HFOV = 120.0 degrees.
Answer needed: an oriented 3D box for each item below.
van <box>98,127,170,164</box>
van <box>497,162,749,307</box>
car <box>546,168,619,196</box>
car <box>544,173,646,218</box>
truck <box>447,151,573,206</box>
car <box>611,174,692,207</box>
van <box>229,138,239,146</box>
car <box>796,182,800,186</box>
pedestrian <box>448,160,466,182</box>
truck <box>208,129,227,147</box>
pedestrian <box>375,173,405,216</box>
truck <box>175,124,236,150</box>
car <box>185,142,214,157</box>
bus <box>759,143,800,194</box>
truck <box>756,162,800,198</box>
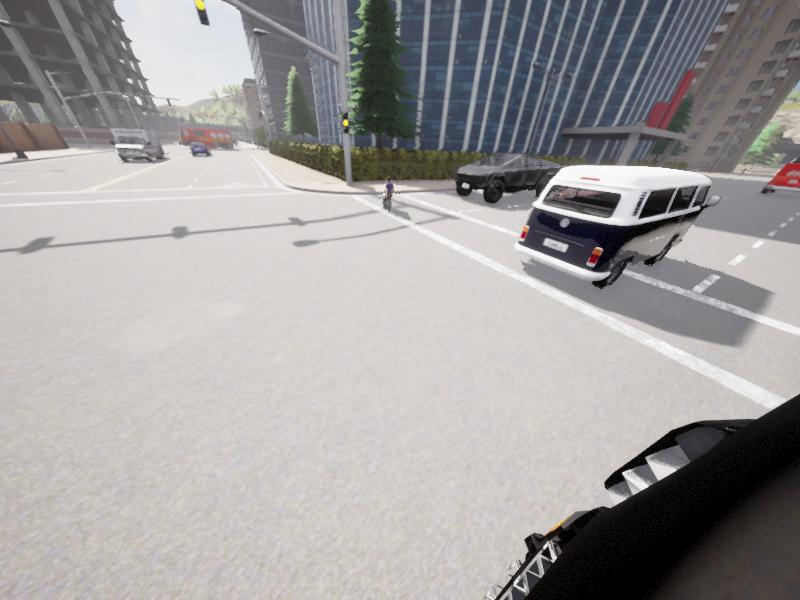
[{"bbox_3d":[-24.127,-14.277,21.373,2.351,2.431,6.366,-16,38,-26],"label":"van"},{"bbox_3d":[4.806,-1.800,5.157,4.480,2.038,2.069,-16,38,-26],"label":"van"},{"bbox_3d":[12.692,-8.283,16.064,4.674,1.442,1.812,-16,38,-26],"label":"car"},{"bbox_3d":[9.204,-5.063,10.916,4.193,1.474,1.816,-16,38,-26],"label":"car"},{"bbox_3d":[5.911,-6.622,12.436,6.274,2.098,2.390,-16,38,-26],"label":"truck"},{"bbox_3d":[15.247,-6.746,14.022,4.181,1.385,1.994,-17,38,-27],"label":"car"},{"bbox_3d":[-55.989,-53.293,77.891,2.069,2.038,4.480,-16,38,-26],"label":"van"},{"bbox_3d":[57.917,-16.733,32.231,5.366,1.575,1.801,-16,38,-26],"label":"car"},{"bbox_3d":[4.197,-9.545,17.099,0.751,1.300,0.751,-16,38,-26],"label":"pedestrian"},{"bbox_3d":[-51.407,-45.708,65.219,2.891,3.827,8.468,-16,38,-26],"label":"truck"},{"bbox_3d":[-0.394,-3.955,8.639,0.751,1.300,0.751,-23,41,-33],"label":"pedestrian"},{"bbox_3d":[-38.923,-32.764,46.739,8.468,3.827,2.891,-17,38,-27],"label":"truck"},{"bbox_3d":[-26.515,-20.092,30.746,2.007,1.525,4.514,-15,38,-25],"label":"car"},{"bbox_3d":[44.986,-14.221,25.023,10.273,4.253,3.944,-16,38,-26],"label":"bus"},{"bbox_3d":[35.293,-10.659,20.498,5.204,2.467,2.627,-16,38,-26],"label":"truck"}]
